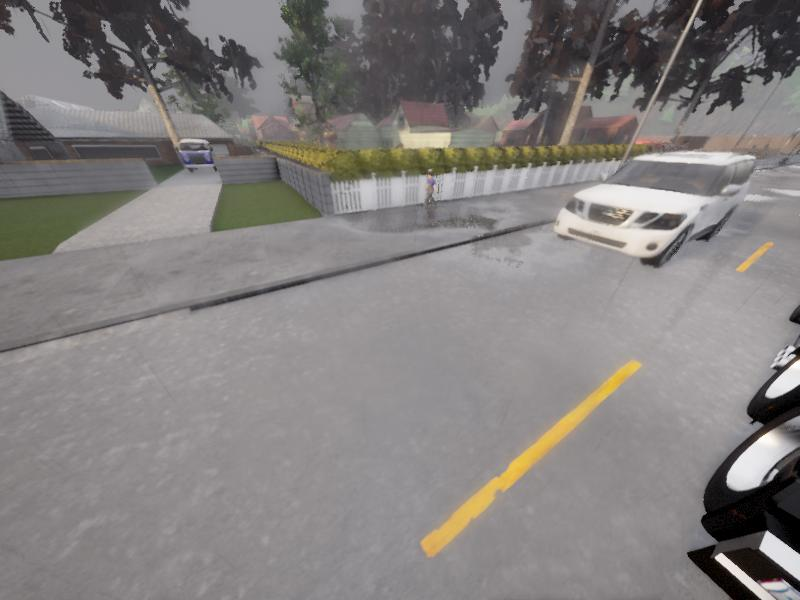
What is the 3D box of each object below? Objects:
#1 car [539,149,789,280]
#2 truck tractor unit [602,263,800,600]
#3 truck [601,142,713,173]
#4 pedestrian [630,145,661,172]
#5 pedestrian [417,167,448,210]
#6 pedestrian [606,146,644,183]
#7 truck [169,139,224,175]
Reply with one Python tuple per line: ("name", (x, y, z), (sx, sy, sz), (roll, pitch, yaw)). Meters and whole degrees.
("car", (6.631, -2.548, 5.904), (5.566, 2.045, 2.150), (-18, 39, -24))
("truck tractor unit", (5.114, -0.295, 0.797), (6.516, 4.208, 3.053), (-18, 39, -24))
("truck", (23.314, -13.357, 21.478), (2.390, 2.098, 6.274), (-17, 38, -23))
("pedestrian", (20.022, -11.582, 18.878), (0.751, 1.860, 0.751), (-4, 35, -6))
("pedestrian", (1.174, -4.144, 8.589), (0.751, 1.300, 0.751), (-16, 38, -22))
("pedestrian", (13.644, -8.242, 14.044), (0.751, 1.860, 0.751), (-18, 39, -24))
("truck", (-14.952, -10.823, 17.314), (2.069, 2.038, 4.478), (-18, 39, -24))
